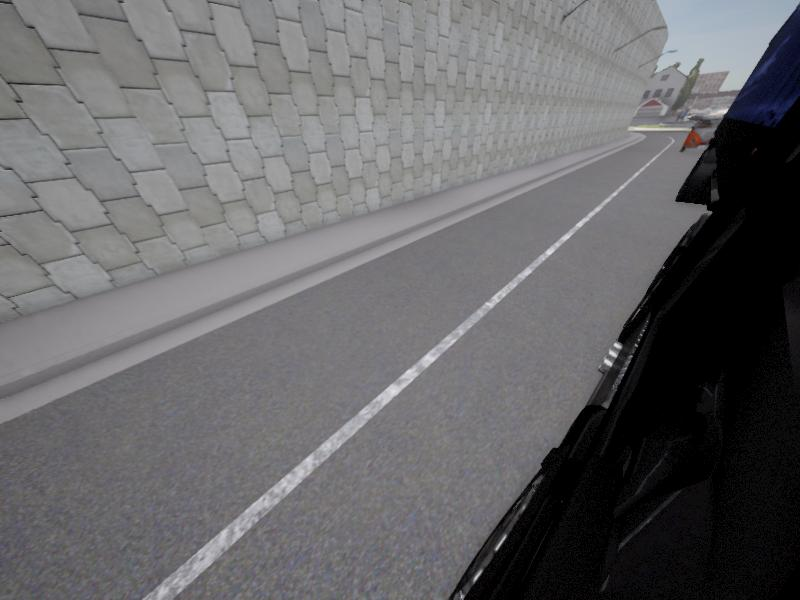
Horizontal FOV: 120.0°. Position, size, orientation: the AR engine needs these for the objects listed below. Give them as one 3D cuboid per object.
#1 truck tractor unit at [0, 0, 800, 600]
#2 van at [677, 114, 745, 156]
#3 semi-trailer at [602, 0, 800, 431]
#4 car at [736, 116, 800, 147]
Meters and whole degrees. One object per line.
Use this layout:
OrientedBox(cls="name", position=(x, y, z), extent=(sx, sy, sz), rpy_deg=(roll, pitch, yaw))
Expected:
OrientedBox(cls="truck tractor unit", position=(2.645, -0.295, 0.351), extent=(6.516, 4.208, 3.053), rpy_deg=(-28, 44, -30))
OrientedBox(cls="van", position=(20.480, -11.038, 15.363), extent=(4.442, 1.987, 1.775), rpy_deg=(-32, 46, -33))
OrientedBox(cls="semi-trailer", position=(8.453, -3.769, 4.443), extent=(14.254, 4.402, 2.717), rpy_deg=(-31, 45, -32))
OrientedBox(cls="car", position=(28.207, -12.826, 17.508), extent=(2.242, 1.667, 4.611), rpy_deg=(29, 47, 35))
